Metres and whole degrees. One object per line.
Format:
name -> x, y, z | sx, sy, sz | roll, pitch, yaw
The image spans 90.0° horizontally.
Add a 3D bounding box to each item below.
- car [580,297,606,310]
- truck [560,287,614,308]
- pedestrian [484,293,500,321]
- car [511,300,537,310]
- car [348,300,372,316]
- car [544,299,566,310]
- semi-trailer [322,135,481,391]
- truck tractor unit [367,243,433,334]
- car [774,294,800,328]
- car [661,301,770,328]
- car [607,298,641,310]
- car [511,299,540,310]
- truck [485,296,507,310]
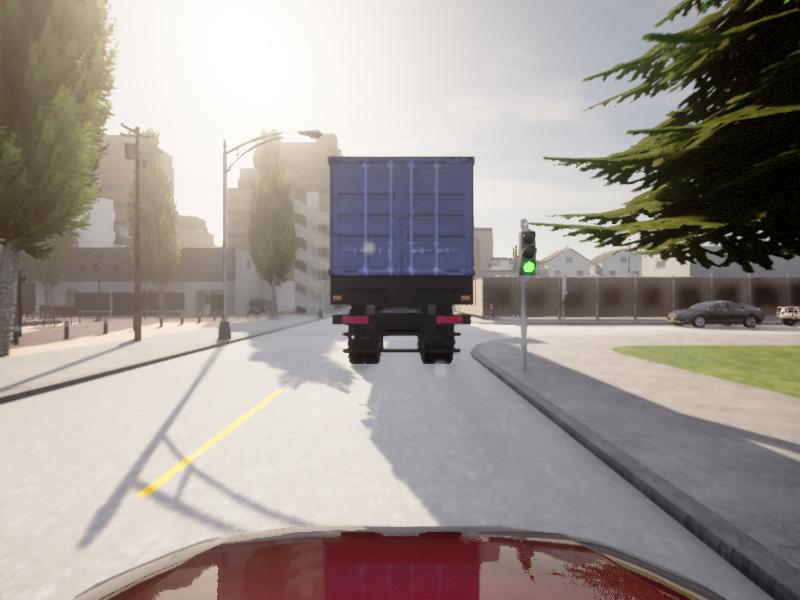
car -> 27.641, 0.489, 57.405 | 1.905, 1.878, 3.866 | 0, 0, 0
truck -> 33.766, -0.442, 72.362 | 8.468, 3.827, 2.891 | 0, 0, 0
pedestrian -> 6.284, 0.479, 27.284 | 0.751, 1.860, 0.751 | 0, 0, -19
car -> 17.845, 0.720, 57.924 | 2.033, 1.415, 5.357 | 0, 0, 0
car -> -4.038, 0.759, 41.197 | 2.007, 1.525, 4.514 | 0, 0, 0
car -> 22.524, 0.658, 58.335 | 1.845, 1.501, 3.633 | 0, 0, 0
semi-trailer -> 0.013, -0.642, 13.987 | 2.717, 4.402, 14.254 | 0, 0, 0
truck tractor unit -> -0.006, -0.560, 21.902 | 3.053, 4.208, 6.516 | 0, 0, 0
car -> 24.727, 0.614, 23.052 | 4.605, 1.855, 1.932 | 0, 0, 0
car -> 18.123, 0.806, 23.122 | 4.892, 1.490, 1.837 | 0, 0, -1
car -> 31.932, 0.595, 57.151 | 2.242, 1.667, 4.611 | 0, 0, 0
car -> 18.072, 0.649, 57.764 | 3.705, 1.547, 1.789 | 0, 0, 0
truck -> 13.884, 0.408, 58.089 | 2.069, 2.038, 4.478 | 0, 0, 0
